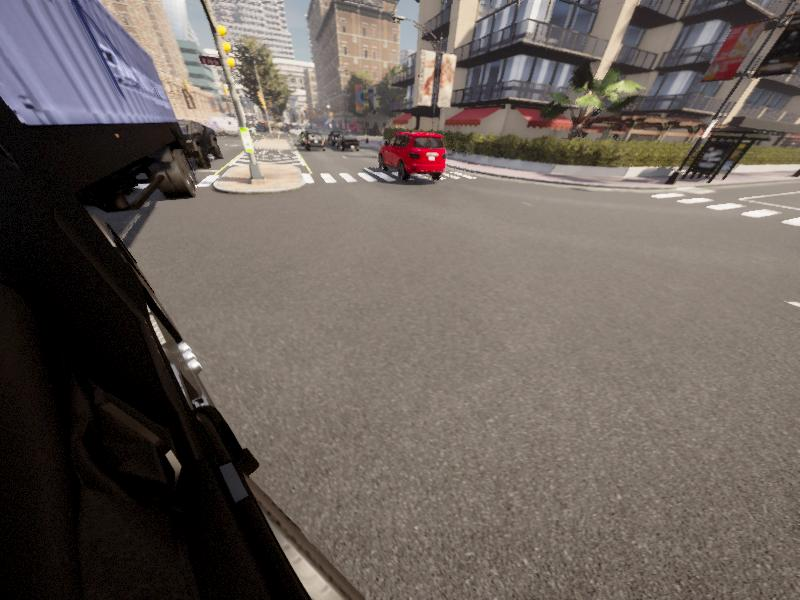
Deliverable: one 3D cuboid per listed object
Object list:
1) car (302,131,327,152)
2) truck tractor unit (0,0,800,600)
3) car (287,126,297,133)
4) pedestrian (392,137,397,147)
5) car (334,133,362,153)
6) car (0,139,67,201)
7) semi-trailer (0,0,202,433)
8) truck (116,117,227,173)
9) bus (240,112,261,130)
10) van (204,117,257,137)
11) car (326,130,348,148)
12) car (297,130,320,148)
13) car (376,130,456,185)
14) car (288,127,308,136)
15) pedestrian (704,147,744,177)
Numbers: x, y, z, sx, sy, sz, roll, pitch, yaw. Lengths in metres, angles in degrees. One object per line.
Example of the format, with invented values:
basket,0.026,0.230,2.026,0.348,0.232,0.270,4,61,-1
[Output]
car,-8.734,-16.108,23.462,1.789,1.549,3.705,-12,39,-19
truck tractor unit,-2.645,-0.295,0.351,6.516,4.208,3.053,28,44,30
car,-30.512,-48.295,65.296,2.038,1.542,4.974,-12,39,-19
pedestrian,-0.786,-21.081,30.773,0.500,1.100,0.500,-13,39,-20
car,-5.744,-17.132,25.092,1.837,1.490,4.892,-12,39,-19
car,-12.910,-3.577,6.474,1.994,1.385,4.181,-8,38,-15
semi-trailer,-7.357,-4.267,5.213,2.717,4.402,14.254,-20,42,-27
truck,-12.185,-8.938,13.126,2.390,2.098,6.274,-12,39,-19
bus,-48.359,-58.046,74.952,3.944,4.253,10.273,-12,39,-19
van,-27.628,-28.475,38.096,6.366,2.431,2.351,-12,39,-19
car,-8.153,-20.746,29.698,1.851,1.617,3.988,-12,39,-19
car,-11.094,-19.582,28.000,2.007,1.525,4.514,-12,39,-19
car,0.525,-8.162,12.979,2.150,2.045,5.566,-11,39,-18
car,-21.943,-36.154,49.565,3.633,1.501,1.845,-12,39,-19
pedestrian,24.656,-10.497,17.609,0.751,1.860,0.751,-10,38,-17
